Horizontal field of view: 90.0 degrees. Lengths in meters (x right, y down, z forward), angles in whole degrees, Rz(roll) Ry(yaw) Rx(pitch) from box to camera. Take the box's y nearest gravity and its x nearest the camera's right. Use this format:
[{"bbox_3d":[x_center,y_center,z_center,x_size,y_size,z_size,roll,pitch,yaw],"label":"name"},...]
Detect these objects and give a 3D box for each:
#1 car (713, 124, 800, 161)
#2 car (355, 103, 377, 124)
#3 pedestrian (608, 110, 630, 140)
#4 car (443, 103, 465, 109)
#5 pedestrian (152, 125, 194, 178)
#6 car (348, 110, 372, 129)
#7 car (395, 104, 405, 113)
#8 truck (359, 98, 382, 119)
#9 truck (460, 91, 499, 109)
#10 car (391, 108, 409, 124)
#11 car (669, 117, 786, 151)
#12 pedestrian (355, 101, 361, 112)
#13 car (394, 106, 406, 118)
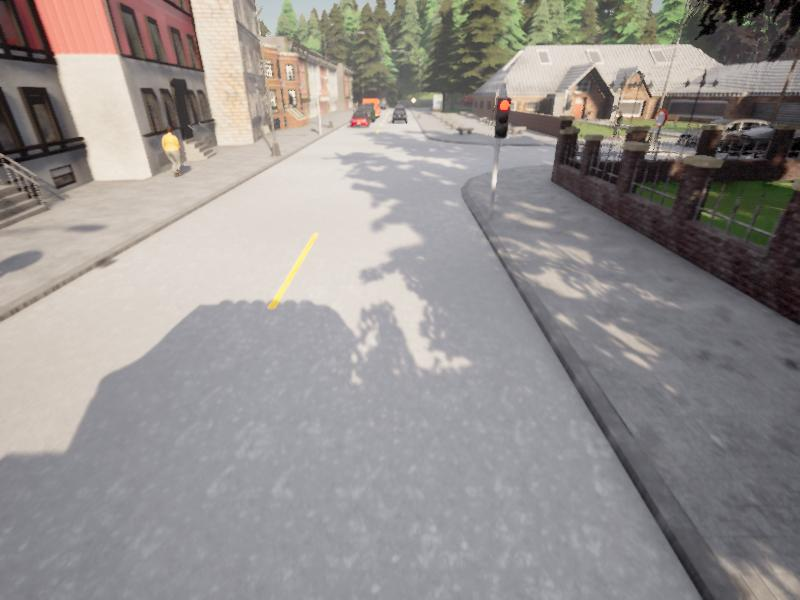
[{"bbox_3d":[19.195,-7.952,20.164,5.008,1.535,1.882,0,27,0],"label":"car"},{"bbox_3d":[-4.053,-22.611,48.294,2.150,2.045,5.566,0,27,0],"label":"car"},{"bbox_3d":[15.058,-12.085,27.575,0.751,1.860,0.751,2,27,4],"label":"pedestrian"},{"bbox_3d":[12.609,-45.181,93.204,4.718,1.301,1.895,0,27,0],"label":"car"},{"bbox_3d":[-8.863,-5.811,15.668,0.751,1.860,0.751,0,27,1],"label":"pedestrian"},{"bbox_3d":[-4.039,-18.624,41.126,2.007,1.525,4.514,0,27,0],"label":"car"},{"bbox_3d":[0.007,-36.742,76.744,1.837,1.490,4.892,0,27,0],"label":"car"},{"bbox_3d":[-4.034,-26.697,55.767,2.627,2.467,5.204,0,28,0],"label":"truck"},{"bbox_3d":[19.010,-48.179,96.197,8.468,3.827,2.891,0,27,0],"label":"truck"},{"bbox_3d":[-0.041,-22.144,48.057,2.033,1.411,5.357,0,27,0],"label":"car"},{"bbox_3d":[19.129,-9.798,23.600,4.611,1.667,2.242,0,27,1],"label":"car"},{"bbox_3d":[-7.624,-35.241,72.761,0.751,1.860,0.751,17,32,30],"label":"pedestrian"},{"bbox_3d":[-0.020,-28.987,61.693,1.837,1.490,4.892,0,27,0],"label":"car"}]
